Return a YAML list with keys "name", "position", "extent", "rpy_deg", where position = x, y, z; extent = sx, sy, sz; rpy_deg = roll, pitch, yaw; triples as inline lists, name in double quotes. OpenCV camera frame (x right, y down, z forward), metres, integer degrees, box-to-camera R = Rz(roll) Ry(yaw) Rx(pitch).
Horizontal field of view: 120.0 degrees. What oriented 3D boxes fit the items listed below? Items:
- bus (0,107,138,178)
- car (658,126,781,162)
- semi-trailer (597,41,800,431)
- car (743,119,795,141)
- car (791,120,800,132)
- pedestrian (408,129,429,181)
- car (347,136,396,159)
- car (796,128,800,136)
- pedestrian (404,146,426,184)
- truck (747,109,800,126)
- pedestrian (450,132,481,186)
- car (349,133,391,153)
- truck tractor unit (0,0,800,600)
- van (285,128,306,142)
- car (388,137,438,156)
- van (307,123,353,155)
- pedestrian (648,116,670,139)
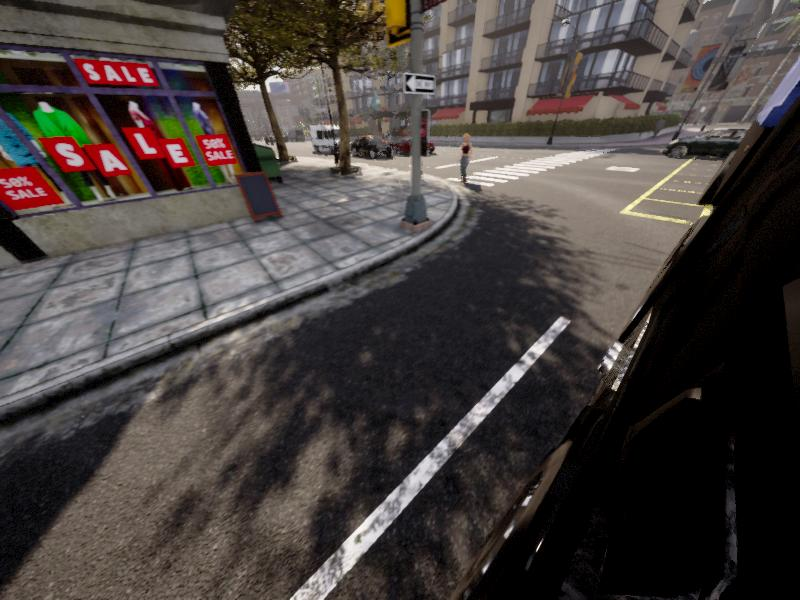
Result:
- name: "bus"
  position: [-30.029, -12.977, 18.983]
  extent: [10.273, 4.253, 3.944]
  rpy_deg: [-28, 44, -30]
- name: "car"
  position: [18.317, -9.138, 13.483]
  extent: [1.970, 1.475, 3.806]
  rpy_deg: [-28, 44, -30]
- name: "semi-trailer"
  position: [8.711, -3.591, 4.224]
  extent: [14.254, 4.402, 2.717]
  rpy_deg: [-28, 44, -30]
- name: "car"
  position: [34.704, -16.085, 21.845]
  extent: [5.357, 1.411, 2.033]
  rpy_deg: [-28, 44, -30]
- name: "car"
  position: [48.736, -20.771, 27.173]
  extent: [4.902, 1.511, 2.128]
  rpy_deg: [-27, 44, -29]
- name: "pedestrian"
  position: [0.810, -6.371, 10.185]
  extent: [0.751, 1.860, 0.751]
  rpy_deg: [6, 38, 12]
- name: "car"
  position: [-2.627, -13.751, 20.762]
  extent: [1.837, 1.490, 4.892]
  rpy_deg: [-28, 44, -30]
- name: "car"
  position: [43.184, -17.919, 23.607]
  extent: [4.856, 1.649, 2.033]
  rpy_deg: [-28, 44, -30]
- name: "pedestrian"
  position: [0.665, -5.775, 9.869]
  extent: [0.751, 1.300, 0.751]
  rpy_deg: [9, 38, 14]
- name: "truck"
  position: [66.830, -31.830, 40.330]
  extent: [2.390, 2.098, 6.274]
  rpy_deg: [-9, 37, -8]
- name: "pedestrian"
  position: [2.749, -5.980, 9.811]
  extent: [0.751, 1.860, 0.751]
  rpy_deg: [29, 47, 35]
- name: "car"
  position: [-3.383, -17.575, 25.803]
  extent: [1.801, 1.575, 5.366]
  rpy_deg: [-28, 44, -30]
- name: "truck tractor unit"
  position: [2.645, -0.295, 0.351]
  extent: [6.516, 4.208, 3.053]
  rpy_deg: [-28, 44, -30]
- name: "van"
  position: [-24.973, -39.363, 55.105]
  extent: [1.988, 2.561, 5.915]
  rpy_deg: [-28, 44, -30]
- name: "car"
  position: [1.064, -14.405, 21.586]
  extent: [1.895, 1.301, 4.718]
  rpy_deg: [-28, 44, -30]
- name: "van"
  position: [-7.744, -17.675, 25.385]
  extent: [1.988, 2.561, 5.915]
  rpy_deg: [-28, 44, -30]
- name: "pedestrian"
  position: [27.091, -18.047, 24.193]
  extent: [0.751, 1.860, 0.751]
  rpy_deg: [-28, 44, -30]
